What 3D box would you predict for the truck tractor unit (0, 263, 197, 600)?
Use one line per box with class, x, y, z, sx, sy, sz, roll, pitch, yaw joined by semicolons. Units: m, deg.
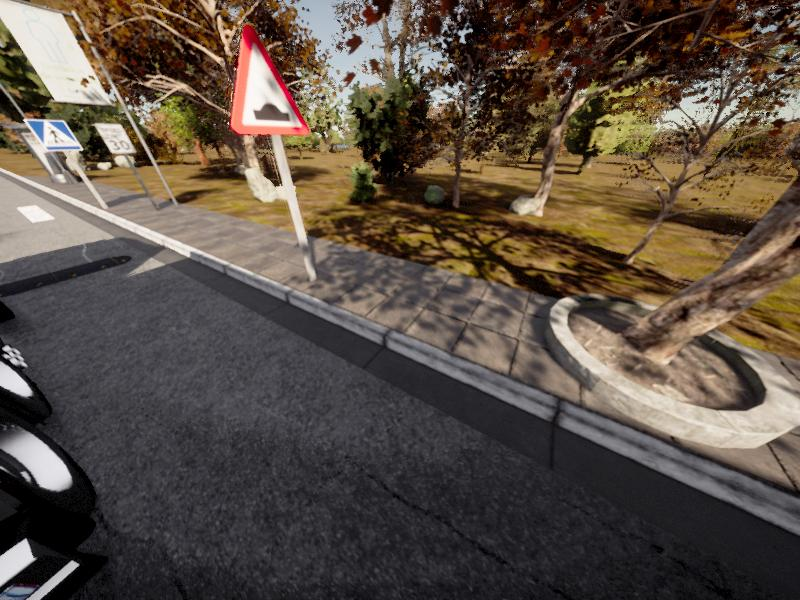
truck tractor unit;-5.106;-0.307;0.779;6.516;4.208;3.053;19;39;24
